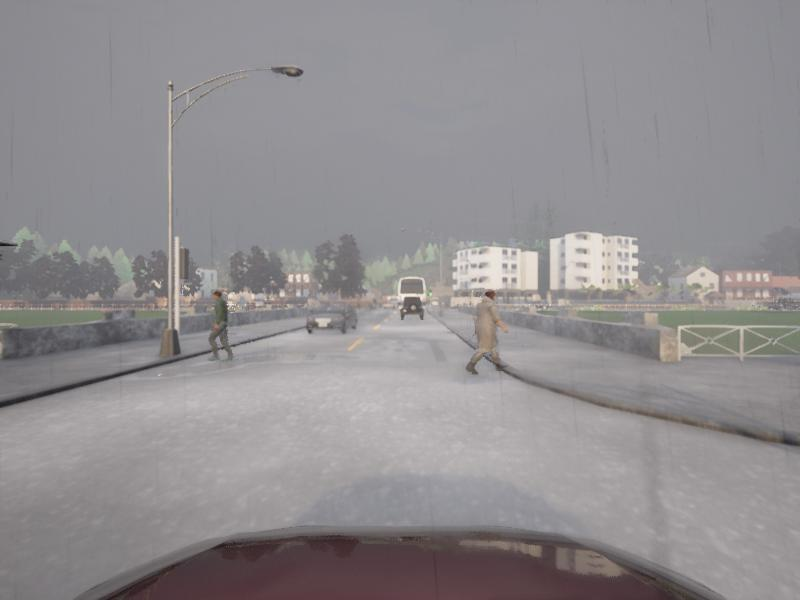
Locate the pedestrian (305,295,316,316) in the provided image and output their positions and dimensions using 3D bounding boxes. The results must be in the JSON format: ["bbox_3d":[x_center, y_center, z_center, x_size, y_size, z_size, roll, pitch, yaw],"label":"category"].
[{"bbox_3d":[-8.025,0.529,35.848,0.751,1.860,0.751,0,0,8],"label":"pedestrian"}]

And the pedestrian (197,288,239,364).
[{"bbox_3d":[-4.593,0.636,10.135,0.751,1.860,0.751,0,0,-3],"label":"pedestrian"}]

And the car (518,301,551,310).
[{"bbox_3d":[22.145,0.837,65.948,4.892,1.490,1.837,0,0,3],"label":"car"}]

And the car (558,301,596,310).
[{"bbox_3d":[29.155,0.887,65.853,5.357,1.411,2.033,0,0,2],"label":"car"}]

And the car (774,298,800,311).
[{"bbox_3d":[59.787,0.639,60.911,3.866,1.878,1.905,0,0,2],"label":"car"}]

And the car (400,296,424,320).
[{"bbox_3d":[1.021,0.644,33.474,1.905,1.878,3.866,0,0,2],"label":"car"}]

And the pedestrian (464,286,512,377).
[{"bbox_3d":[1.877,0.636,8.608,0.751,1.860,0.751,0,0,-12],"label":"pedestrian"}]

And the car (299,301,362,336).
[{"bbox_3d":[-3.298,0.834,20.174,2.128,1.511,4.902,0,0,3],"label":"car"}]

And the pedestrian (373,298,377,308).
[{"bbox_3d":[-4.446,0.525,71.160,0.751,1.860,0.751,0,0,-12],"label":"pedestrian"}]

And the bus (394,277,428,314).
[{"bbox_3d":[1.437,-0.540,51.789,3.944,4.253,10.273,0,0,2],"label":"bus"}]
